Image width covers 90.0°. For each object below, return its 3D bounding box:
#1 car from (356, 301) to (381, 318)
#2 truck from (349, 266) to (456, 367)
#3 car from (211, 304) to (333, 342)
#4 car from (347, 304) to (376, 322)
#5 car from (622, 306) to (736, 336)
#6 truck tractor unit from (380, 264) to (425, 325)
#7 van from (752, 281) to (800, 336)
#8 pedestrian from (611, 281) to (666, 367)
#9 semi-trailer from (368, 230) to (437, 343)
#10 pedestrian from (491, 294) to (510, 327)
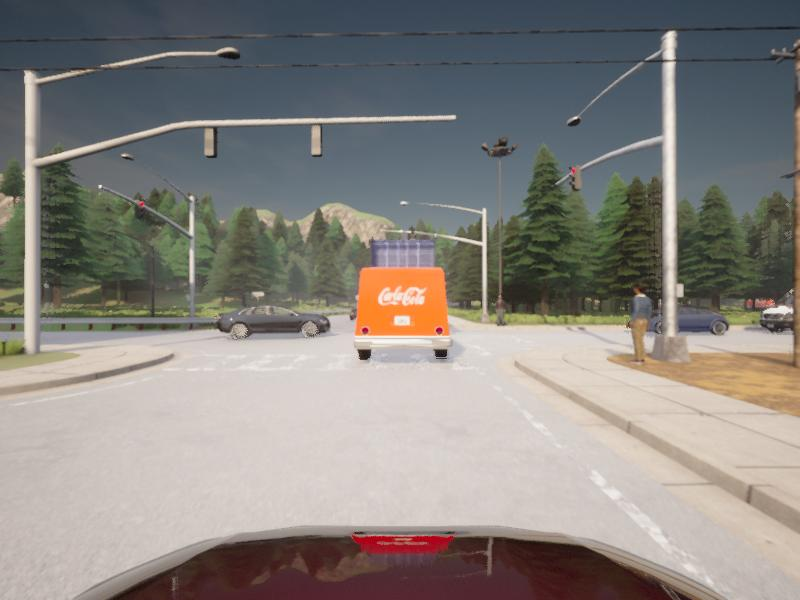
[{"bbox_3d":[-3.227,0.952,42.365,2.242,1.667,4.611,0,0,1],"label":"car"},{"bbox_3d":[0.073,0.420,12.402,2.627,2.467,5.204,0,0,0],"label":"truck"},{"bbox_3d":[-5.593,0.953,17.933,4.902,1.511,2.128,0,0,-14],"label":"car"},{"bbox_3d":[-3.284,1.060,35.253,2.033,1.411,5.357,0,0,0],"label":"car"},{"bbox_3d":[13.591,0.992,19.711,4.181,1.385,1.994,0,0,1],"label":"car"},{"bbox_3d":[0.184,-0.381,30.732,3.053,4.208,6.516,0,0,0],"label":"truck tractor unit"},{"bbox_3d":[21.072,0.388,19.535,5.915,2.561,1.988,0,0,1],"label":"van"},{"bbox_3d":[5.440,0.520,9.148,0.751,1.860,0.751,0,0,-19],"label":"pedestrian"},{"bbox_3d":[0.143,-0.503,22.818,2.717,4.402,14.254,0,0,0],"label":"semi-trailer"},{"bbox_3d":[5.796,0.602,23.022,0.751,1.860,0.751,0,0,-45],"label":"pedestrian"}]
